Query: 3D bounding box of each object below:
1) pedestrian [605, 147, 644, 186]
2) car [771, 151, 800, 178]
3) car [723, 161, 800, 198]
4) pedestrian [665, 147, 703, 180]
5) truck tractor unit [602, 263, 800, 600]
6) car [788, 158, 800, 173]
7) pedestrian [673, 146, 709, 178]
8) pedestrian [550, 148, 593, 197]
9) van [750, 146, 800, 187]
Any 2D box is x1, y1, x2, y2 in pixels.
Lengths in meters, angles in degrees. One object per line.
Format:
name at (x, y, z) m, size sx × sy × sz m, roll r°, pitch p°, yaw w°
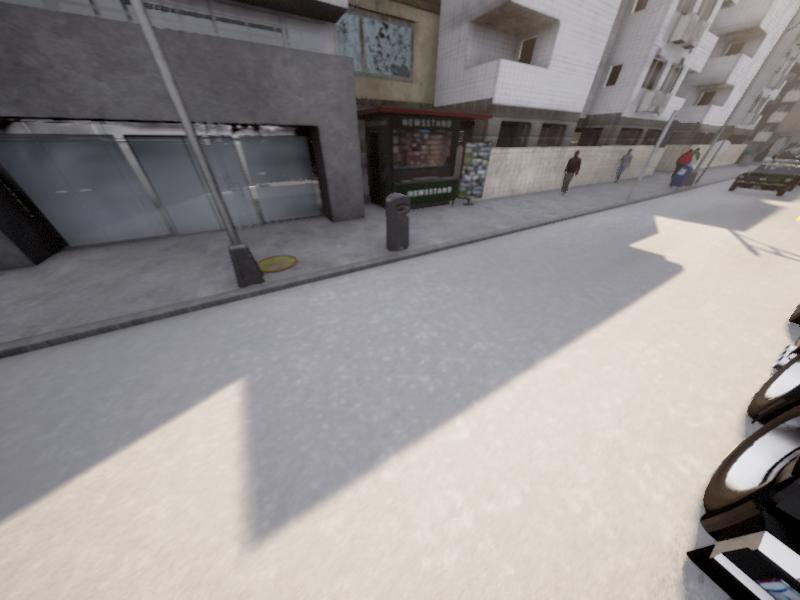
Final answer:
pedestrian at (13.001, -7.769, 13.432) m, size 0.751 × 1.860 × 0.751 m, roll -18°, pitch 39°, yaw -24°
car at (32.628, -10.841, 18.409) m, size 4.611 × 1.667 × 2.242 m, roll -18°, pitch 39°, yaw -24°
car at (20.318, -6.688, 12.660) m, size 4.718 × 1.301 × 1.895 m, roll -18°, pitch 39°, yaw -24°
pedestrian at (18.961, -9.135, 15.447) m, size 0.751 × 1.860 × 0.751 m, roll -21°, pitch 40°, yaw -28°
truck tractor unit at (5.108, -0.304, 0.786) m, size 6.516 × 4.208 × 3.053 m, roll -18°, pitch 39°, yaw -24°
car at (38.352, -12.573, 21.277) m, size 4.718 × 1.301 × 1.895 m, roll -18°, pitch 39°, yaw -25°
pedestrian at (20.762, -9.868, 16.517) m, size 0.751 × 1.860 × 0.751 m, roll -22°, pitch 41°, yaw -28°
pedestrian at (7.781, -5.796, 10.551) m, size 0.751 × 1.860 × 0.751 m, roll -23°, pitch 41°, yaw -30°
van at (26.105, -8.877, 15.205) m, size 4.480 × 2.038 × 2.069 m, roll -18°, pitch 39°, yaw -24°
